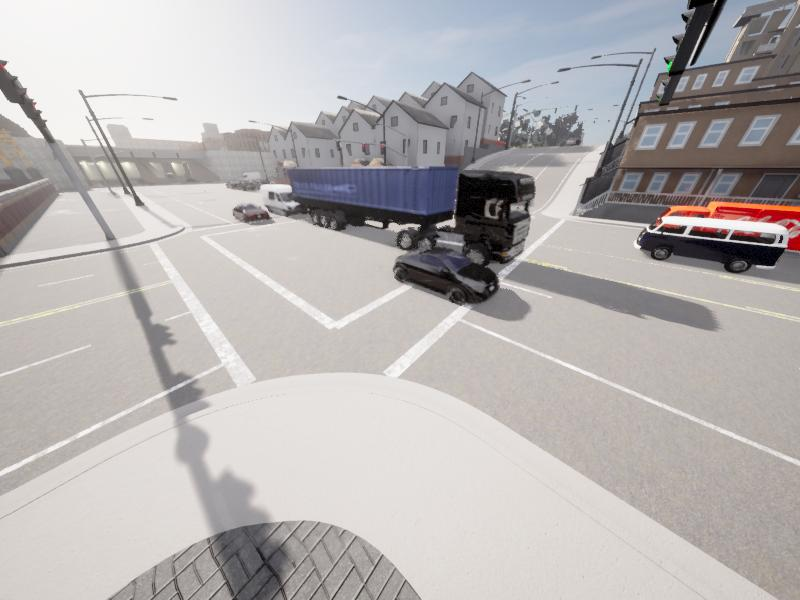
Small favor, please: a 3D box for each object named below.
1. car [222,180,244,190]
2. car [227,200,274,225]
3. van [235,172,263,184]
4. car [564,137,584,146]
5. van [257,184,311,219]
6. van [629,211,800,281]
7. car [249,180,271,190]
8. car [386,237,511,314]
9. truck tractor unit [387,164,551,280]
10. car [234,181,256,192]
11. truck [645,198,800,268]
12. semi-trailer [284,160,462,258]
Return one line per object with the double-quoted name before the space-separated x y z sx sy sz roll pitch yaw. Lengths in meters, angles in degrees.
"car" -36.154 -25.040 50.037 5.238 1.638 1.930 23 37 34
"car" -13.357 -7.853 20.541 4.181 1.385 1.994 24 38 35
"van" -44.311 -35.972 67.865 1.988 2.561 5.915 25 42 35
"car" 37.594 -34.082 49.814 3.806 1.475 1.970 -23 37 -32
"van" -11.610 -9.921 22.954 5.915 2.561 1.988 24 38 35
"van" 14.563 -2.824 11.159 4.480 2.038 2.069 24 38 35
"car" -29.715 -24.540 49.142 4.611 1.667 2.242 24 38 35
"car" 1.675 -1.218 9.048 4.181 1.385 1.994 24 38 35
"truck tractor unit" 2.812 -4.306 11.536 6.516 4.208 3.053 24 38 36
"car" -30.843 -22.643 46.000 4.514 1.525 2.007 24 38 35
"truck" 17.589 -3.927 12.639 5.204 2.467 2.627 25 38 36
"semi-trailer" -3.039 -7.052 16.105 14.254 4.402 2.717 25 38 36
